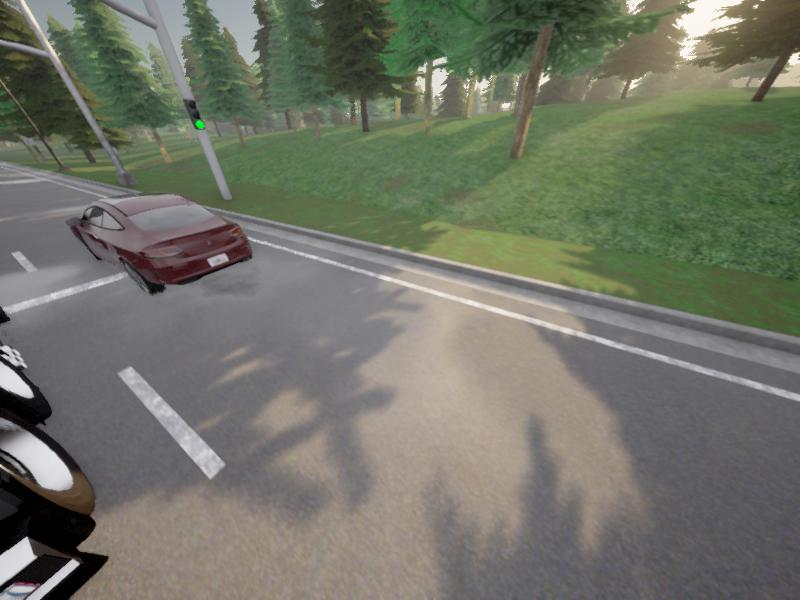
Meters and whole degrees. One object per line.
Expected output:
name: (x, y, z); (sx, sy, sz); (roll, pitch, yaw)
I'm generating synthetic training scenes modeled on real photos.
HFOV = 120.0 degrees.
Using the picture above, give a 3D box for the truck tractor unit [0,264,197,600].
truck tractor unit: (-5.111, -0.300, 0.782); (6.516, 4.208, 3.053); (18, 39, 24)

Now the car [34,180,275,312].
car: (-5.215, -1.492, 4.947); (4.674, 1.442, 1.812); (18, 39, 24)
